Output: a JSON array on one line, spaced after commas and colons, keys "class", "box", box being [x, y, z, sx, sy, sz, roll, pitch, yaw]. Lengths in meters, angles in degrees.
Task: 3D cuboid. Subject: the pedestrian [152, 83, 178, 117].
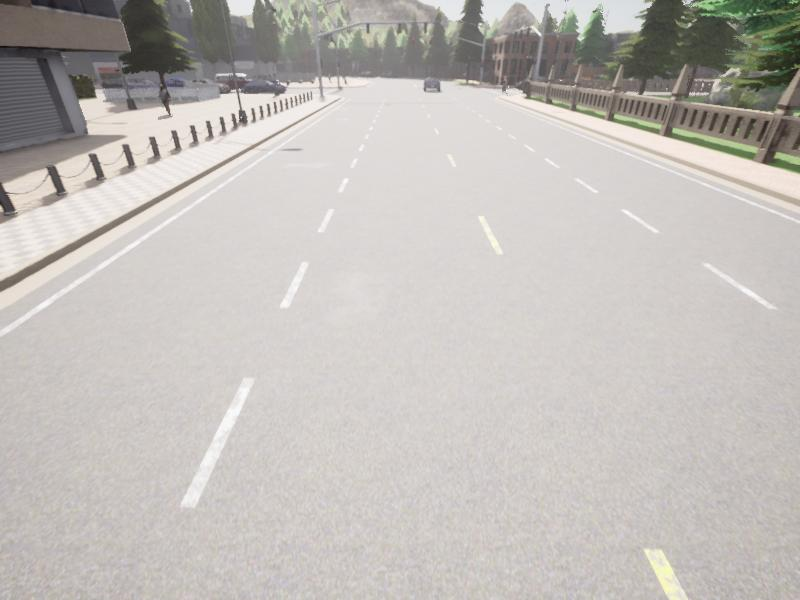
[{"class": "pedestrian", "box": [-14.474, -12.346, 24.693, 0.751, 1.860, 0.751, -4, 31, -7]}]

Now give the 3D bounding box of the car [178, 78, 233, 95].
[{"class": "car", "box": [-22.363, -24.624, 46.117, 5.027, 1.651, 2.152, 0, 31, 0]}]

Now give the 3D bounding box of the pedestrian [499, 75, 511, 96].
[{"class": "pedestrian", "box": [10.948, -22.430, 41.809, 0.751, 1.860, 0.751, -7, 31, -11]}]

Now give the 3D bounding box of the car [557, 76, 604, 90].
[{"class": "car", "box": [24.744, -29.848, 55.017, 5.366, 1.575, 1.801, 0, 31, 0]}]

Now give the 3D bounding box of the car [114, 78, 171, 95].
[{"class": "car", "box": [-29.589, -24.639, 46.137, 4.856, 1.649, 2.033, 0, 31, 0]}]

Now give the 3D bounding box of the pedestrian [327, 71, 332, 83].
[{"class": "pedestrian", "box": [-12.681, -40.266, 72.082, 0.751, 1.860, 0.751, -3, 31, -4]}]

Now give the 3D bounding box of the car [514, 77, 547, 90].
[{"class": "car", "box": [17.950, -29.817, 55.067, 3.806, 1.475, 1.970, 0, 31, 0]}]

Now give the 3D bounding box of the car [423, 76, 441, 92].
[{"class": "car", "box": [4.194, -28.588, 52.938, 2.152, 1.651, 5.027, 1, 31, 1]}]

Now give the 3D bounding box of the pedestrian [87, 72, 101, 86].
[{"class": "pedestrian", "box": [-46.532, -33.647, 60.845, 0.751, 1.860, 0.751, 3, 31, 5]}]

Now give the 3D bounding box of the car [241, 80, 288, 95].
[{"class": "car", "box": [-15.564, -24.507, 46.093, 4.674, 1.442, 1.812, 1, 31, 1]}]

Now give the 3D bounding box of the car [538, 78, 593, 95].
[{"class": "car", "box": [18.980, -24.594, 46.043, 5.238, 1.638, 1.930, 0, 30, 0]}]

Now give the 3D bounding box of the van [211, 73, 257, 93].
[{"class": "van", "box": [-20.284, -26.575, 49.014, 4.480, 2.038, 2.069, 0, 31, 0]}]

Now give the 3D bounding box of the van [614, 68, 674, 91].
[{"class": "van", "box": [31.496, -28.492, 51.729, 5.915, 2.561, 1.988, 0, 31, 0]}]

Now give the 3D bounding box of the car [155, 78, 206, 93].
[{"class": "car", "box": [-26.882, -26.373, 49.168, 5.008, 1.535, 1.882, 0, 31, 0]}]

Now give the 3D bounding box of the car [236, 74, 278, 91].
[{"class": "car", "box": [-18.812, -28.687, 52.755, 4.605, 1.855, 1.932, 0, 31, 0]}]
